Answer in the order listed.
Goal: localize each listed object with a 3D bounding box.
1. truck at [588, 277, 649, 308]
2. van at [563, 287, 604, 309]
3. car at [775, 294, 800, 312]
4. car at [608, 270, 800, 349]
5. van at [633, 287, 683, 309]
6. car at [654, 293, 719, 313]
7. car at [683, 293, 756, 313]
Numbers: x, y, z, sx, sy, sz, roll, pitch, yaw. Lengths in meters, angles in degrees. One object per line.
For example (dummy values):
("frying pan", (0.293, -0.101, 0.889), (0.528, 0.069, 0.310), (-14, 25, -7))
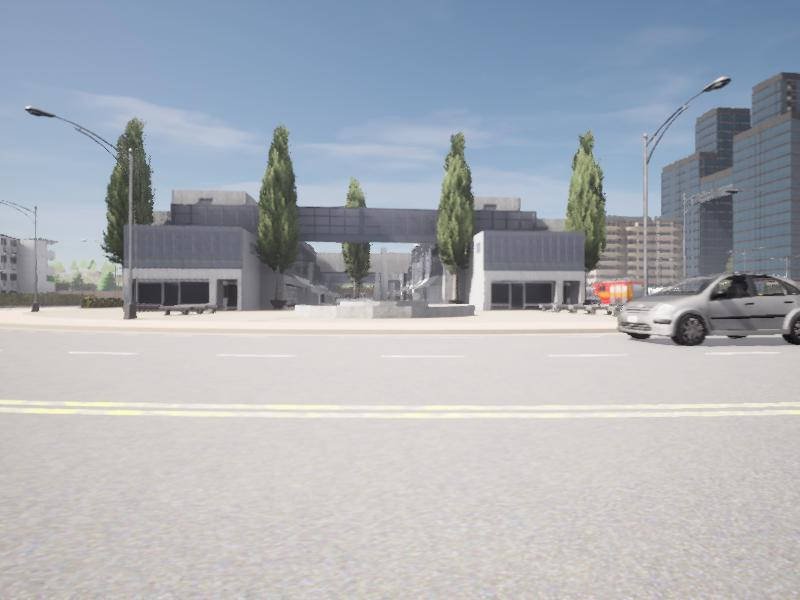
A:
("truck", (29.065, -0.904, 53.676), (2.891, 3.827, 8.468), (0, 0, -6))
("van", (22.211, -0.263, 48.847), (1.988, 2.561, 5.915), (0, 0, -4))
("car", (33.818, 0.239, 32.380), (2.128, 1.511, 4.902), (0, 0, -4))
("car", (7.315, 0.191, 9.376), (3.988, 1.617, 1.851), (0, 0, -6))
("van", (32.858, -0.263, 51.200), (1.988, 2.561, 5.915), (0, 0, -6))
("car", (23.397, 0.236, 32.908), (2.007, 1.525, 4.514), (0, 0, -2))
("car", (26.810, 0.208, 33.877), (1.801, 1.575, 5.366), (0, 0, -2))
